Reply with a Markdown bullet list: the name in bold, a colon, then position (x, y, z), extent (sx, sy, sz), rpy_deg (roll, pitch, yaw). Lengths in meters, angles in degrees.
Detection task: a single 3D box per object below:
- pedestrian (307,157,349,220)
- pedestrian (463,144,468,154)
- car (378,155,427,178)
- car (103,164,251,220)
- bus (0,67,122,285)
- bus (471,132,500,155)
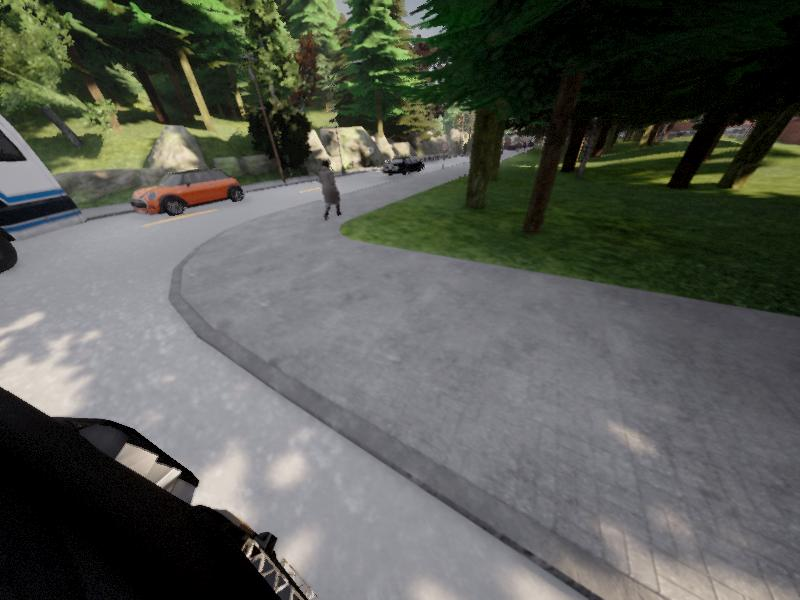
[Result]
- **pedestrian**: position (-2.452, -3.865, 8.056), extent (0.751, 1.860, 0.751), rpy_deg (13, 37, 22)
- **pedestrian**: position (14.723, -33.983, 51.939), extent (0.751, 1.860, 0.751), rpy_deg (-28, 41, -33)
- **car**: position (0.404, -12.372, 21.292), extent (2.033, 1.411, 5.357), rpy_deg (16, 38, 26)
- **car**: position (-10.482, -5.522, 11.470), extent (2.097, 1.767, 4.553), rpy_deg (11, 36, 20)
- **bus**: position (-10.714, -1.086, 2.583), extent (3.944, 4.253, 10.273), rpy_deg (-9, 35, -11)
- **bus**: position (21.128, -38.563, 56.906), extent (3.944, 4.253, 10.273), rpy_deg (16, 38, 26)
